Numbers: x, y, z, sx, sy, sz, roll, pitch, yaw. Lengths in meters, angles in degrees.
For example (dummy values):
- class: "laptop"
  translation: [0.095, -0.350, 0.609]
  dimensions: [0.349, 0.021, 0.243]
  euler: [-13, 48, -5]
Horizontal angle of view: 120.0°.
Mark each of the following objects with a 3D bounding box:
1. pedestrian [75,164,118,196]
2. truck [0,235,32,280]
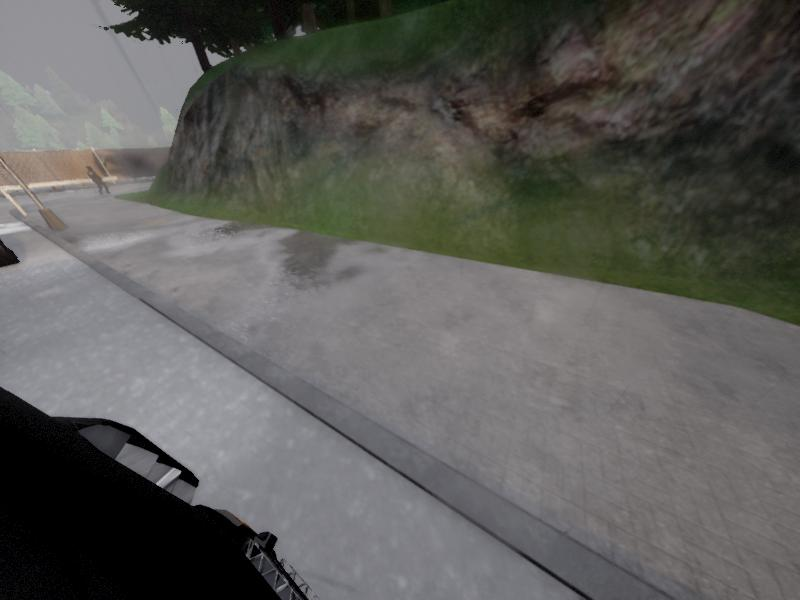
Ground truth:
- class: "pedestrian"
  translation: [-20.599, -8.153, 15.735]
  dimensions: [0.751, 1.860, 0.751]
  euler: [-11, 35, -12]
- class: "truck"
  translation: [-12.315, -1.747, 5.570]
  dimensions: [6.274, 2.098, 2.390]
  euler: [16, 38, 26]
